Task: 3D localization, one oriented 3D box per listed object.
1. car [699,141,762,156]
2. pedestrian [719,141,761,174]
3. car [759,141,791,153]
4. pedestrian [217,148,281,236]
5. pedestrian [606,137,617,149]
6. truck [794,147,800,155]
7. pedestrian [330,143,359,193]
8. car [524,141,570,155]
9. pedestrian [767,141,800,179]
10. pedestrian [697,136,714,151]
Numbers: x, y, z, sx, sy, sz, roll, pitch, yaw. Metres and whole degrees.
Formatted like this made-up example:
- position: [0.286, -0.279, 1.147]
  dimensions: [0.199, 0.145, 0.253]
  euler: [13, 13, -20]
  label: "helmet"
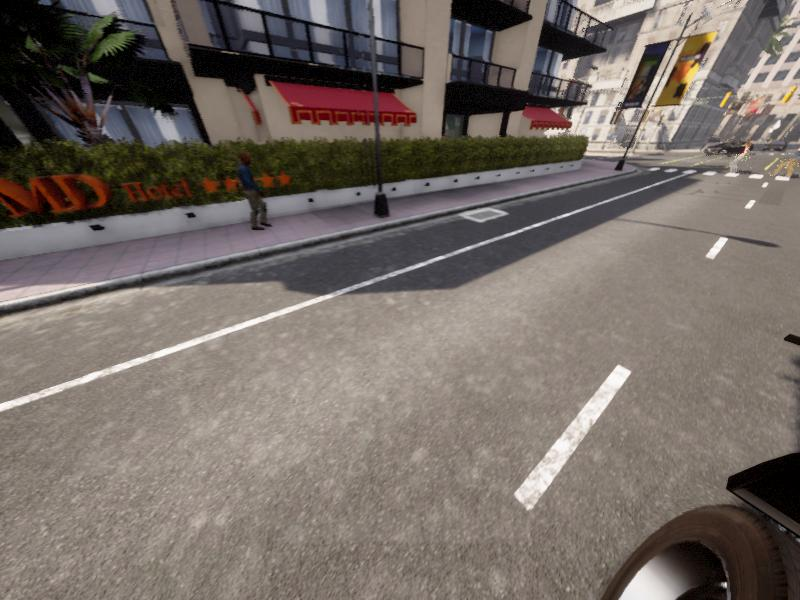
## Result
- position: [43.387, -19.968, 30.412]
  dimensions: [4.892, 1.490, 1.837]
  euler: [0, 36, 1]
  label: "car"
- position: [22.941, -9.610, 15.608]
  dimensions: [0.751, 1.860, 0.751]
  euler: [-22, 41, -28]
  label: "pedestrian"
- position: [57.637, -23.600, 35.494]
  dimensions: [5.357, 1.411, 2.033]
  euler: [-22, 41, -28]
  label: "car"
- position: [-3.759, -2.730, 5.879]
  dimensions: [0.751, 1.860, 0.751]
  euler: [-19, 39, -24]
  label: "pedestrian"
- position: [39.115, -29.091, 42.732]
  dimensions: [0.751, 1.860, 0.751]
  euler: [-20, 40, -26]
  label: "pedestrian"
- position: [55.900, -20.854, 30.696]
  dimensions: [5.204, 2.467, 2.627]
  euler: [-22, 41, -28]
  label: "truck"
- position: [-2.473, -5.928, 10.389]
  dimensions: [0.751, 1.860, 0.751]
  euler: [-22, 41, -28]
  label: "pedestrian"
- position: [21.348, -22.225, 33.791]
  dimensions: [2.038, 1.542, 4.974]
  euler: [-22, 41, -28]
  label: "car"
- position: [23.635, -8.434, 13.938]
  dimensions: [0.751, 1.860, 0.751]
  euler: [-21, 40, -26]
  label: "pedestrian"
- position: [46.187, -23.640, 34.954]
  dimensions: [0.751, 1.860, 0.751]
  euler: [-24, 41, -29]
  label: "pedestrian"
